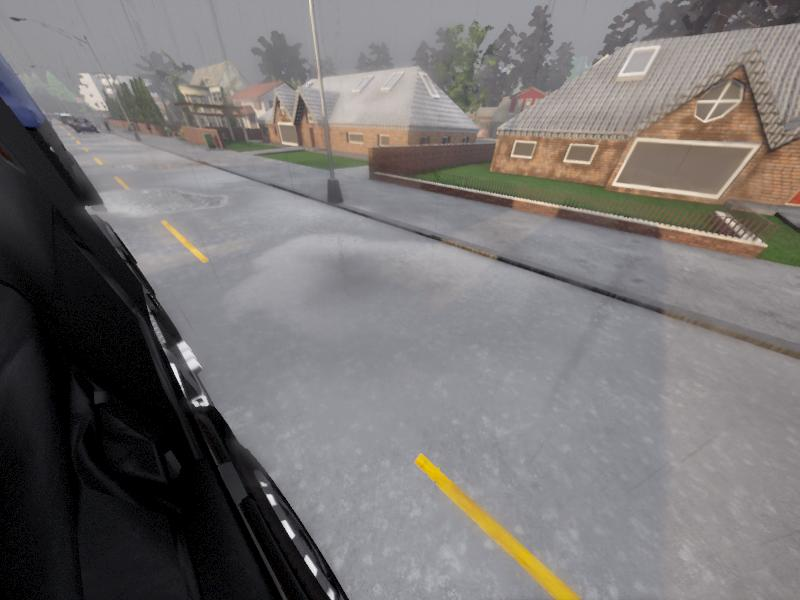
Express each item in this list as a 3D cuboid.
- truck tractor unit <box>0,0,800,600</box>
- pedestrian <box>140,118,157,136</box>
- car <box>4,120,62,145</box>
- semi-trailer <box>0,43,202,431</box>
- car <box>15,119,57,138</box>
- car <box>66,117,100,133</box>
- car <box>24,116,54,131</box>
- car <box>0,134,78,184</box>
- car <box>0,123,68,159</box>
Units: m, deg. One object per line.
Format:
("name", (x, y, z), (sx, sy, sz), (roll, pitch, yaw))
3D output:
("truck tractor unit", (-2.645, -0.295, 0.351), (6.516, 4.208, 3.053), (28, 44, 30))
("pedestrian", (-33.045, -22.713, 30.353), (0.751, 1.860, 0.751), (27, 43, 29))
("car", (-31.283, -14.398, 19.800), (4.514, 1.525, 2.007), (28, 44, 30))
("semi-trailer", (-8.698, -3.598, 4.238), (14.254, 4.402, 2.717), (28, 44, 30))
("car", (-38.750, -18.340, 24.687), (4.193, 1.474, 1.816), (28, 44, 30))
("car", (-46.586, -25.699, 33.924), (4.611, 1.667, 2.242), (28, 44, 30))
("car", (-54.099, -26.511, 34.679), (5.008, 1.535, 1.882), (28, 44, 30))
("car", (-15.670, -6.025, 9.676), (4.181, 1.385, 1.994), (27, 43, 30))
("car", (-22.531, -9.752, 14.090), (4.514, 1.525, 2.007), (28, 44, 30))
